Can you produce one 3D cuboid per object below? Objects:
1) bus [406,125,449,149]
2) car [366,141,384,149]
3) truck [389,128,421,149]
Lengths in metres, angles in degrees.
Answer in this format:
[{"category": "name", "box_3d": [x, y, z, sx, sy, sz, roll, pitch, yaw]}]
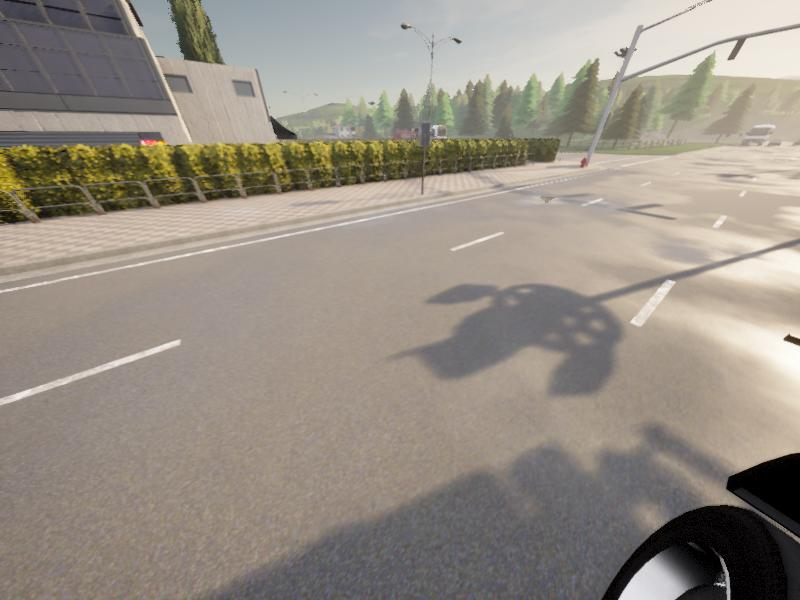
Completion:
[{"category": "bus", "box_3d": [6.170, -38.039, 54.094, 3.944, 4.253, 10.273, -22, 41, -28]}, {"category": "car", "box_3d": [-5.904, -36.351, 54.240, 1.812, 1.442, 4.674, -22, 41, -28]}, {"category": "truck", "box_3d": [1.047, -38.667, 55.399, 2.891, 3.827, 8.468, -22, 41, -28]}]
